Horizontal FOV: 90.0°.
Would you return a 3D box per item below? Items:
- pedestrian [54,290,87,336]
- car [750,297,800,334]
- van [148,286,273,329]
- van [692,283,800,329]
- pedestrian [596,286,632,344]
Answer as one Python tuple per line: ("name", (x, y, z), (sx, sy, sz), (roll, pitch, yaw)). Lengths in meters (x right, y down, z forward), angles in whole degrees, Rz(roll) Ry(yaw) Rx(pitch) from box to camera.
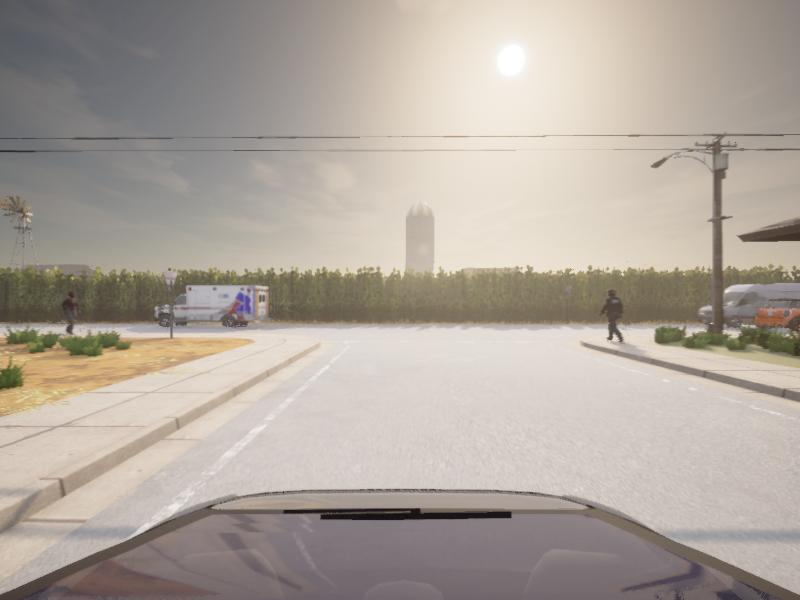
("pedestrian", (-13.575, 0.515, 16.503), (0.751, 1.860, 0.751), (0, 0, 15))
("car", (20.615, 0.725, 19.920), (4.553, 1.767, 2.097), (0, 0, 1))
("van", (-11.126, 0.409, 23.902), (6.366, 2.431, 2.351), (0, 0, 1))
("van", (20.806, 0.353, 23.422), (5.915, 2.561, 1.988), (0, 0, 1))
("pedestrian", (7.136, 0.488, 13.362), (0.751, 1.860, 0.751), (0, 0, -6))
